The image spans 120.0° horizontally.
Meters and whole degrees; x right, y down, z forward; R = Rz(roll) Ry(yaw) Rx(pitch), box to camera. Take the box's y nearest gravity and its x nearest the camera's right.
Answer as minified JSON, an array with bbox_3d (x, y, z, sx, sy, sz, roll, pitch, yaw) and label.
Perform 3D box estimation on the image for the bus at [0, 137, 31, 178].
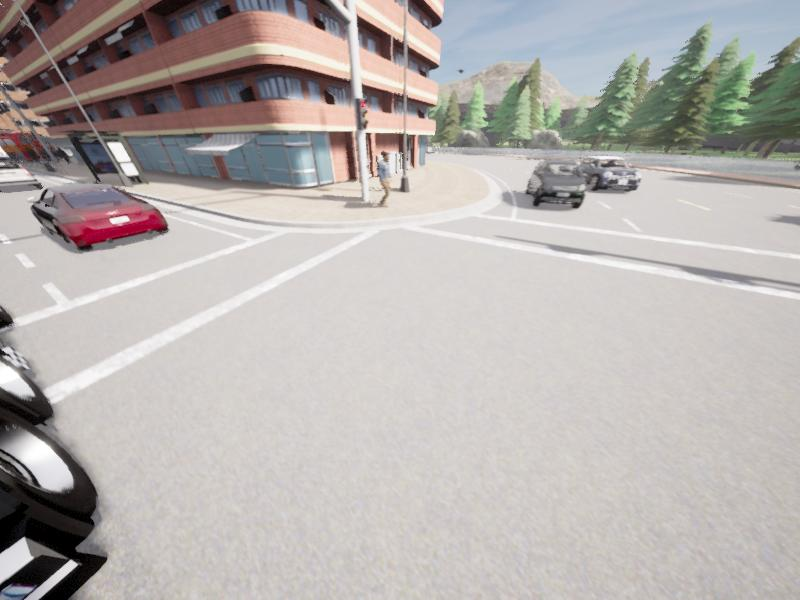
[{"bbox_3d":[-37.124,-12.892,19.358,10.273,4.253,3.944,18,39,24],"label":"bus"}]

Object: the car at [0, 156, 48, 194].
[{"bbox_3d":[-23.636,-7.513,13.765,3.988,1.617,1.851,18,39,25],"label":"car"}]

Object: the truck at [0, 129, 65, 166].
[{"bbox_3d":[-52.112,-20.508,30.884,2.891,3.827,8.468,-8,36,-12],"label":"truck"}]

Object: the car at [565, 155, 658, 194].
[{"bbox_3d":[11.235,-7.008,12.743,1.970,1.475,3.806,5,35,8],"label":"car"}]

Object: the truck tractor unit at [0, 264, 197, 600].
[{"bbox_3d":[-5.121,-0.286,0.797,6.516,4.208,3.053,18,39,25],"label":"truck tractor unit"}]

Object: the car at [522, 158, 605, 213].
[{"bbox_3d":[6.593,-5.045,9.872,1.789,1.549,3.705,10,36,15],"label":"car"}]

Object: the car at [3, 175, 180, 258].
[{"bbox_3d":[-9.057,-2.682,6.846,4.181,1.385,1.994,18,39,24],"label":"car"}]

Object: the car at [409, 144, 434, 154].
[{"bbox_3d":[4.285,-30.796,47.109,4.611,1.667,2.242,28,43,34],"label":"car"}]

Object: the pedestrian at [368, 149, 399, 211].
[{"bbox_3d":[-0.537,-4.255,8.205,0.751,1.860,0.751,18,38,24],"label":"pedestrian"}]

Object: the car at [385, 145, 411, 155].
[{"bbox_3d":[-0.462,-30.363,46.649,4.974,1.542,2.038,25,42,32],"label":"car"}]

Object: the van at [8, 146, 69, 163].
[{"bbox_3d":[-54.953,-22.263,35.256,1.775,1.987,4.442,16,38,26],"label":"van"}]

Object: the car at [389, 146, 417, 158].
[{"bbox_3d":[0.501,-24.409,38.014,2.007,1.525,4.514,-27,43,-33],"label":"car"}]

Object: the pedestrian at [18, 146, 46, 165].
[{"bbox_3d":[-42.501,-16.672,26.674,0.751,1.860,0.751,11,36,16],"label":"pedestrian"}]
